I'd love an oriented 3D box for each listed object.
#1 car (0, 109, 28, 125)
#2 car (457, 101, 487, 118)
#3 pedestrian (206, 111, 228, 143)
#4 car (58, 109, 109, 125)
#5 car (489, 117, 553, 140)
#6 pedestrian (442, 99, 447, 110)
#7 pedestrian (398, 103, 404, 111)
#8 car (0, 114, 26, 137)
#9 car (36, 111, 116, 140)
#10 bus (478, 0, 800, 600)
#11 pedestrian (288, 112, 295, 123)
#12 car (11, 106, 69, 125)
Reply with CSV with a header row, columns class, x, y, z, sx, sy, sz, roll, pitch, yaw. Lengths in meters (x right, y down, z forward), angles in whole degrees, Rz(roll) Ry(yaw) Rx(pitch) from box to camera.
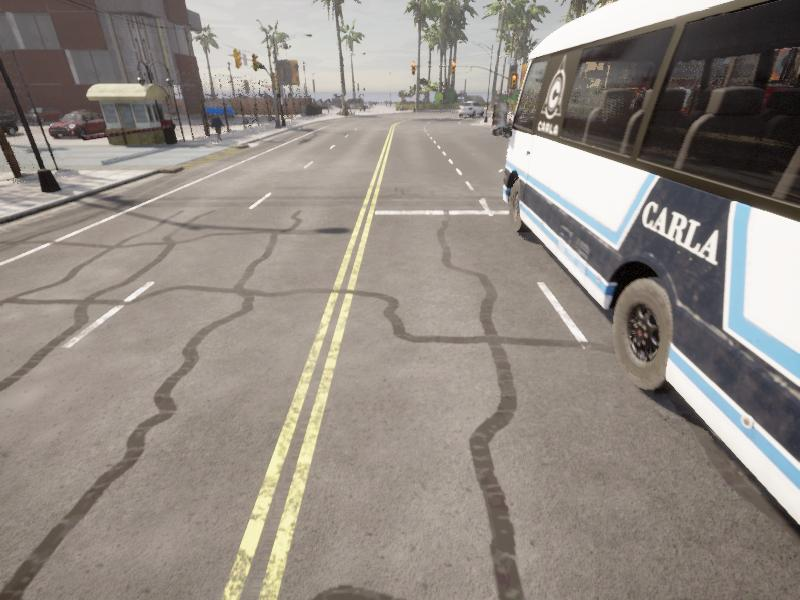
class,x,y,z,sx,sy,sz,roll,pitch,yaw
car,-45.958,-20.918,45.752,2.161,1.482,4.786,0,27,0
car,10.497,-27.755,58.225,2.150,2.045,5.566,16,31,28
pedestrian,-12.027,-11.399,26.362,0.751,1.860,0.751,-1,27,-2
car,-35.953,-20.972,45.650,2.002,1.452,4.674,0,27,0
car,9.274,-13.217,30.738,4.181,1.385,1.994,14,30,25
pedestrian,8.944,-39.285,80.447,0.751,1.860,0.751,-18,32,-31
pedestrian,0.239,-35.820,74.360,0.751,1.300,0.751,22,34,36
car,-32.160,-13.326,30.698,2.097,1.535,5.008,0,27,0
car,-24.560,-13.459,30.655,2.185,1.767,4.553,0,27,0
bus,4.087,-1.945,5.718,3.944,4.253,10.273,0,27,1
pedestrian,-12.008,-20.235,44.352,0.500,1.100,0.500,3,27,5
car,-40.898,-21.129,45.610,2.185,1.767,4.553,0,27,0
